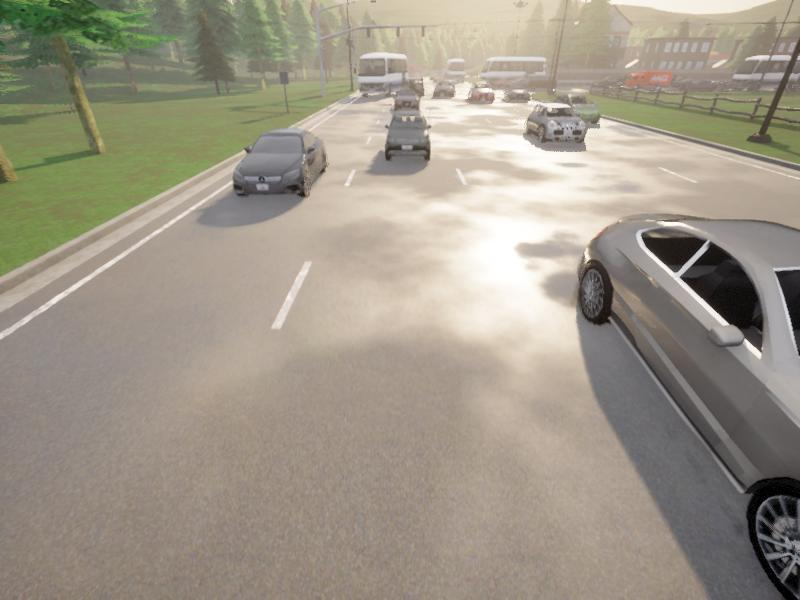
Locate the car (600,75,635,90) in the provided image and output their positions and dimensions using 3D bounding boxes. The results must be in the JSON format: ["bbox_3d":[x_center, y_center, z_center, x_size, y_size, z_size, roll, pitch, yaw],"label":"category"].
[{"bbox_3d":[32.672,-32.748,60.151,3.866,1.878,1.905,0,30,0],"label":"car"}]

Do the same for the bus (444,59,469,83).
[{"bbox_3d":[11.879,-48.859,85.317,3.944,4.253,10.273,0,30,0],"label":"bus"}]

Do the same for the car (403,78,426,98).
[{"bbox_3d":[1.618,-23.700,44.633,1.905,1.878,3.866,6,31,10],"label":"car"}]

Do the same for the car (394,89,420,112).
[{"bbox_3d":[0.599,-16.108,32.173,1.994,1.385,4.181,1,30,2],"label":"car"}]

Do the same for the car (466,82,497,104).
[{"bbox_3d":[7.809,-20.061,38.642,2.242,1.667,4.611,1,30,2],"label":"car"}]

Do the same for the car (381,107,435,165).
[{"bbox_3d":[0.313,-6.408,15.407,1.789,1.549,3.705,1,30,1],"label":"car"}]

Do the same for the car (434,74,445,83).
[{"bbox_3d":[8.238,-46.787,84.409,1.801,1.575,5.366,0,30,1],"label":"car"}]

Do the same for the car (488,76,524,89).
[{"bbox_3d":[16.444,-33.824,62.179,4.611,1.667,2.242,-8,31,-14],"label":"car"}]

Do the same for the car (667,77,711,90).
[{"bbox_3d":[43.419,-32.557,60.191,5.008,1.535,1.882,0,30,1],"label":"car"}]

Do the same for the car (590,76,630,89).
[{"bbox_3d":[33.133,-34.403,63.245,5.027,1.651,2.152,0,30,0],"label":"car"}]

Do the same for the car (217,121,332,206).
[{"bbox_3d":[-3.321,-4.156,11.665,1.812,1.442,4.674,1,30,1],"label":"car"}]

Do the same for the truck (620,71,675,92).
[{"bbox_3d":[33.291,-29.463,53.958,5.204,2.467,2.627,0,30,0],"label":"truck"}]

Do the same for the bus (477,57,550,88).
[{"bbox_3d":[18.203,-36.939,64.952,10.273,4.253,3.944,-4,30,-7],"label":"bus"}]

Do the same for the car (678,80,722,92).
[{"bbox_3d":[40.583,-28.957,54.201,4.181,1.385,1.994,0,30,1],"label":"car"}]

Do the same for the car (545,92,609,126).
[{"bbox_3d":[10.904,-12.012,25.034,2.007,1.525,4.514,1,30,1],"label":"car"}]

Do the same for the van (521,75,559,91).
[{"bbox_3d":[19.787,-30.736,56.597,4.442,1.987,1.775,-5,31,-8],"label":"van"}]

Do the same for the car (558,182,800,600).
[{"bbox_3d":[3.574,0.335,3.826,2.152,1.651,5.027,0,30,1],"label":"car"}]

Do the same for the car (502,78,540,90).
[{"bbox_3d":[17.907,-32.078,59.385,4.792,1.488,2.163,-6,31,-11],"label":"car"}]

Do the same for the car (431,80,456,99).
[{"bbox_3d":[4.880,-23.256,44.098,2.242,1.667,4.611,5,31,9],"label":"car"}]

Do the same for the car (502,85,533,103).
[{"bbox_3d":[11.417,-20.216,39.212,1.994,1.385,4.181,2,30,3],"label":"car"}]

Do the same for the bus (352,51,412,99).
[{"bbox_3d":[-1.656,-25.704,45.711,3.944,4.253,10.273,7,31,13],"label":"bus"}]

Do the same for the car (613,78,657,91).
[{"bbox_3d":[33.541,-30.814,57.220,4.902,1.511,2.128,0,30,0],"label":"car"}]

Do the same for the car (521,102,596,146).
[{"bbox_3d":[7.298,-8.366,18.845,1.970,1.475,3.806,0,30,1],"label":"car"}]

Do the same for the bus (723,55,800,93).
[{"bbox_3d":[50.488,-30.105,53.328,10.273,4.253,3.944,0,30,0],"label":"bus"}]
